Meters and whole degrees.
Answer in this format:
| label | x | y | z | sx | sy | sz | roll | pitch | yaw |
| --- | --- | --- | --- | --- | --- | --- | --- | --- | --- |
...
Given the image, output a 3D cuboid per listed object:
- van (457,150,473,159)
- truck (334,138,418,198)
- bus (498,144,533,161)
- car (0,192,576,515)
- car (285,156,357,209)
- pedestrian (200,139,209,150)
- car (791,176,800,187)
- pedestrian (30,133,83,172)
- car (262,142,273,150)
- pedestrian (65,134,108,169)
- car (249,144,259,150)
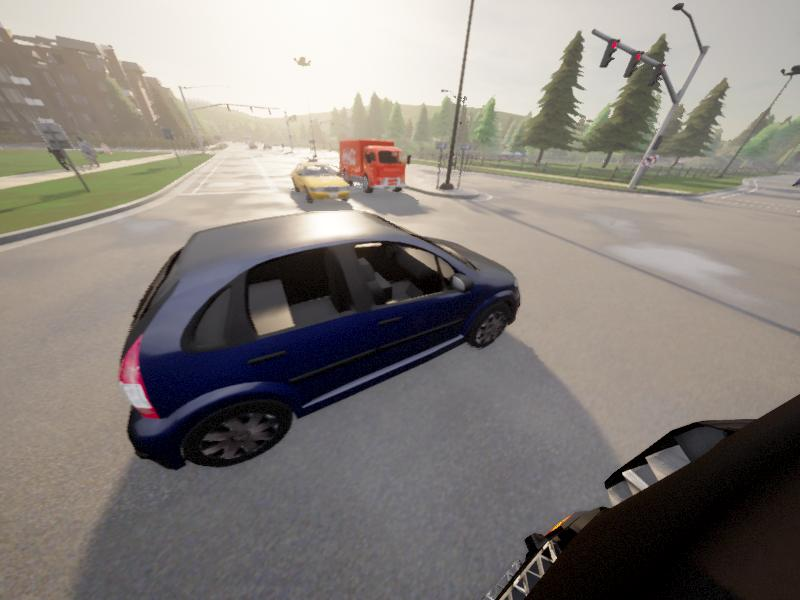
| label | x | y | z | sx | sy | sz | roll | pitch | yaw |
| --- | --- | --- | --- | --- | --- | --- | --- | --- | --- |
| van | 20.102 | -45.207 | 71.772 | 4.442 | 1.987 | 1.775 | -16 | 38 | -26 |
| truck | -1.601 | -7.750 | 13.297 | 2.627 | 2.467 | 5.204 | -16 | 38 | -25 |
| bus | 38.364 | -49.043 | 76.772 | 10.273 | 4.253 | 3.944 | -16 | 38 | -26 |
| car | -0.358 | -0.134 | 2.680 | 3.988 | 1.617 | 1.851 | -16 | 38 | -26 |
| car | -3.932 | -5.785 | 10.985 | 1.801 | 1.575 | 5.366 | -16 | 38 | -25 |
| pedestrian | -40.421 | -32.217 | 47.757 | 0.751 | 1.860 | 0.751 | -13 | 36 | -22 |
| car | 50.424 | -14.684 | 28.287 | 4.193 | 1.474 | 1.816 | -16 | 38 | -26 |
| pedestrian | -19.962 | -8.569 | 13.496 | 0.751 | 1.860 | 0.751 | -13 | 36 | -22 |
| car | -37.753 | -43.856 | 65.816 | 1.905 | 1.878 | 3.866 | -16 | 38 | -26 |
| pedestrian | -20.579 | -9.743 | 15.225 | 0.751 | 1.860 | 0.751 | -13 | 37 | -22 |
| car | -41.075 | -43.029 | 64.848 | 1.895 | 1.301 | 4.718 | -16 | 38 | -26 |
